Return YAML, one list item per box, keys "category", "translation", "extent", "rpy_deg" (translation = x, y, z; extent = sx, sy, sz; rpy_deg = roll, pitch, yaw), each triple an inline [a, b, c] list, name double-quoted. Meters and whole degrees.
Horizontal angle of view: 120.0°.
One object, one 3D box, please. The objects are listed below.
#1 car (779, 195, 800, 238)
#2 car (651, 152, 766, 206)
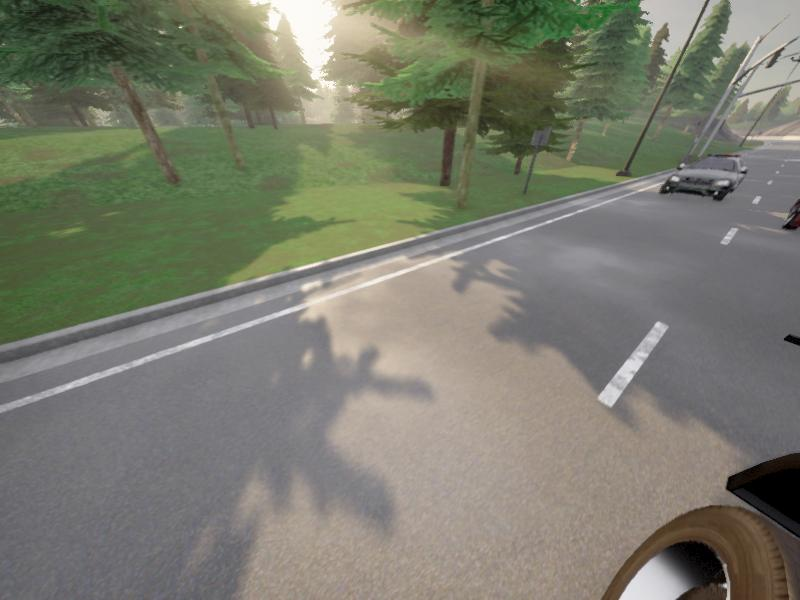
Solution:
- category: "car"
  translation: [12.702, -2.605, 6.262]
  extent: [4.181, 1.385, 1.994]
  rpy_deg: [-22, 41, -28]
- category: "car"
  translation: [13.813, -5.591, 10.335]
  extent: [4.974, 1.542, 2.038]
  rpy_deg: [-22, 41, -28]
